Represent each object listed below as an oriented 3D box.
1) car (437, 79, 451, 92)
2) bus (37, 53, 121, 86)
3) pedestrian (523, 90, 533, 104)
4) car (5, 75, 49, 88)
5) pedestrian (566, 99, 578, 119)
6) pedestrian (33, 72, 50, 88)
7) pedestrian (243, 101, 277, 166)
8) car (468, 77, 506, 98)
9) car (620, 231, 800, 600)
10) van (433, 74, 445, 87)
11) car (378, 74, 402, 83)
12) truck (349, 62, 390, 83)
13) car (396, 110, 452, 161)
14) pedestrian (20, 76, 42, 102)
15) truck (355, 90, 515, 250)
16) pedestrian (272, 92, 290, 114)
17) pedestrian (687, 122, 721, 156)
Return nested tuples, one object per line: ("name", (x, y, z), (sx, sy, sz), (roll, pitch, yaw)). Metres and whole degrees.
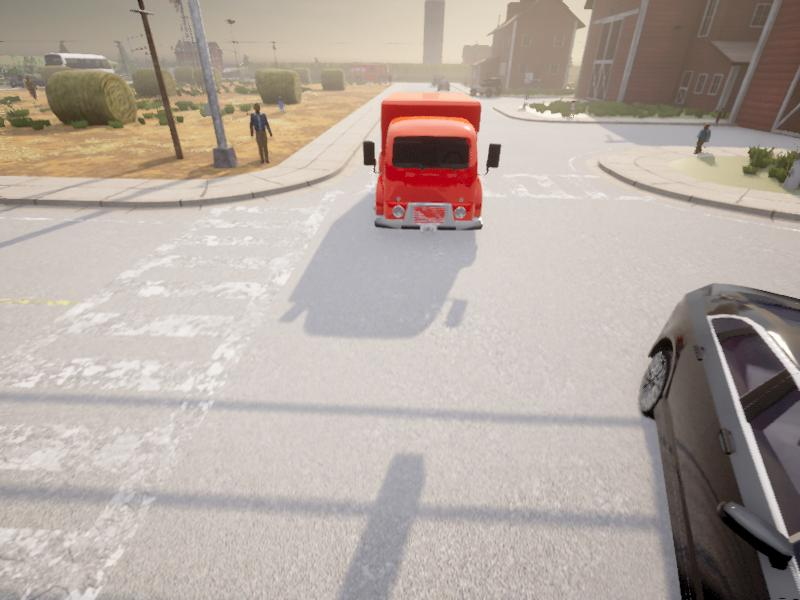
("car", (6.333, -31.166, 58.098), (1.789, 1.549, 3.705), (2, 30, 2))
("bus", (-50.873, -36.890, 64.085), (3.944, 4.253, 10.273), (4, 30, 5))
("pedestrian", (11.372, -17.987, 35.493), (0.500, 1.100, 0.500), (-10, 32, -17))
("car", (-51.873, -30.442, 55.768), (1.816, 1.474, 4.193), (4, 30, 5))
("pedestrian", (11.053, -12.285, 25.722), (0.500, 1.100, 0.500), (12, 32, 19))
("pedestrian", (-46.943, -28.853, 52.405), (0.751, 1.860, 0.751), (2, 30, 2))
("pedestrian", (-4.575, -5.457, 13.129), (0.751, 1.860, 0.751), (-8, 31, -15))
("car", (9.968, -24.498, 46.080), (1.905, 1.878, 3.866), (-28, 39, -31))
("car", (2.821, 1.322, 2.384), (2.128, 1.511, 4.902), (17, 34, 18))
("van", (6.952, -39.279, 71.597), (1.775, 1.987, 4.442), (2, 30, 2))
("car", (-2.331, -50.504, 91.067), (5.238, 1.638, 1.930), (2, 30, 2))
("truck", (-6.604, -49.832, 87.662), (8.468, 3.827, 2.891), (2, 30, 2))
("car", (0.960, -6.925, 16.588), (1.994, 1.385, 4.181), (2, 30, 2))
("pedestrian", (-31.042, -17.774, 33.719), (0.751, 1.860, 0.751), (-19, 36, -30))
("truck", (0.651, -3.394, 9.435), (2.627, 2.467, 5.204), (2, 31, 2))
("pedestrian", (-8.099, -13.430, 27.290), (0.751, 1.300, 0.751), (8, 31, 12))
("pedestrian", (11.352, -6.028, 14.942), (0.500, 1.100, 0.500), (-12, 33, -21))
